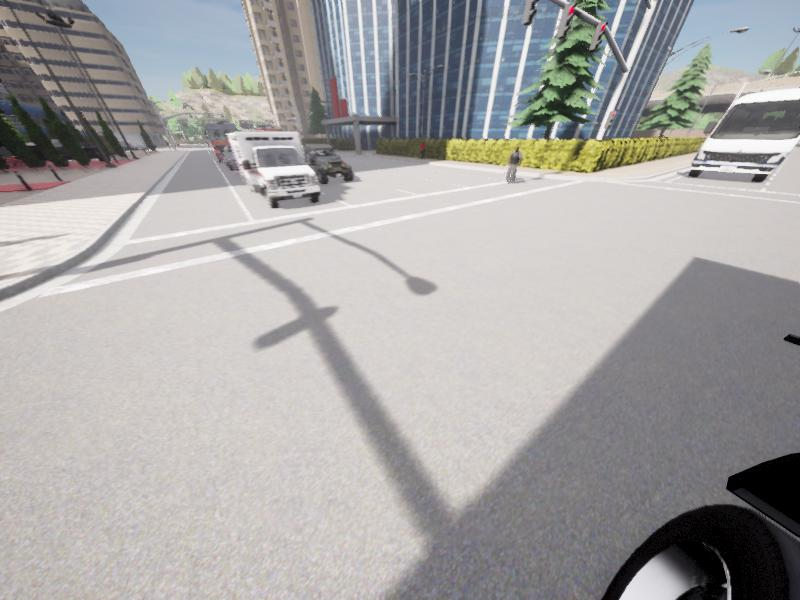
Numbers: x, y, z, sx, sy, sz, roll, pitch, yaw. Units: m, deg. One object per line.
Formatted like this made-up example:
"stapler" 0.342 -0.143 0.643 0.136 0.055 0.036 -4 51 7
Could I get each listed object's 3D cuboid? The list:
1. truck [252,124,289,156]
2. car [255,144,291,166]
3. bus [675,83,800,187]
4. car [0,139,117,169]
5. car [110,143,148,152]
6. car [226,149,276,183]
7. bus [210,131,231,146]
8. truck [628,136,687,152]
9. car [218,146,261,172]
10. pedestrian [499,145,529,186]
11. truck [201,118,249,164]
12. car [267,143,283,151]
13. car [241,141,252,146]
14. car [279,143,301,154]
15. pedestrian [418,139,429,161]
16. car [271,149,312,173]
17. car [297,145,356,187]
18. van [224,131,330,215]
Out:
"truck" -21.264 -26.067 37.715 2.891 3.827 8.468 -22 41 -28
"car" -13.546 -15.462 24.512 1.930 1.638 5.238 -23 41 -28
"bus" 23.013 -10.358 14.725 10.273 4.253 3.944 -22 41 -28
"car" -31.968 -14.097 22.081 2.390 2.098 6.274 -3 35 -4
"car" -56.462 -31.904 48.299 4.792 1.488 2.163 -22 41 -28
"car" -10.334 -9.346 15.905 1.882 1.535 5.008 -22 41 -28
"bus" -62.433 -56.112 80.260 3.944 4.253 10.273 -22 41 -28
"truck" 45.465 -27.762 40.997 2.390 2.098 6.274 -22 41 -28
"car" -14.148 -12.482 20.265 2.242 1.667 4.611 -22 41 -28
"pedestrian" 6.215 -7.377 12.661 0.751 1.860 0.751 -27 43 -32
"truck" -20.470 -18.538 27.031 2.891 3.827 8.468 -21 40 -27
"car" -27.042 -33.211 50.020 1.994 1.385 4.181 -22 41 -28
"car" -53.441 -54.539 80.434 2.033 1.411 5.357 -22 41 -28
"car" -19.853 -27.464 41.692 2.128 1.511 4.902 -23 41 -28
"pedestrian" 2.454 -15.946 24.577 0.751 1.860 0.751 -20 40 -25
"car" -9.366 -11.987 19.789 1.994 1.385 4.181 -22 40 -27
"car" -4.506 -8.264 14.020 1.905 1.878 3.866 -23 41 -28
"van" -5.666 -5.945 10.273 2.351 2.431 6.366 -23 41 -28
